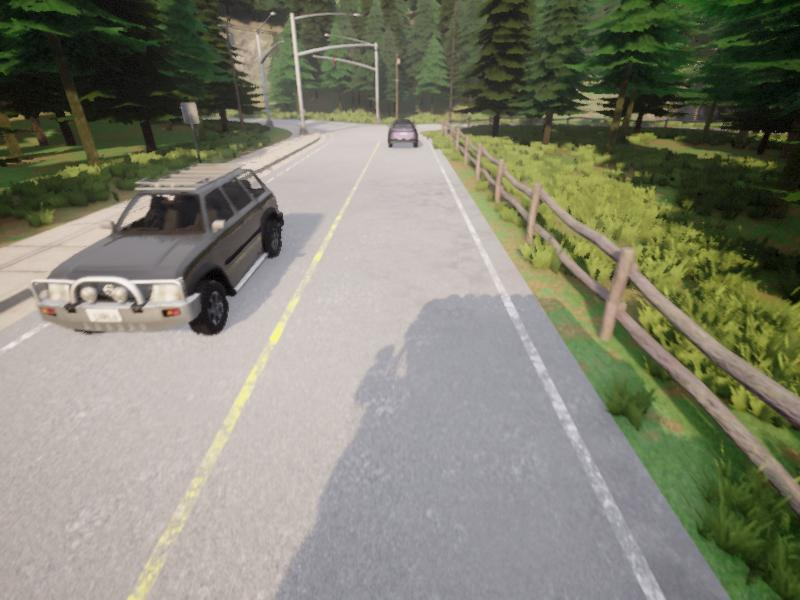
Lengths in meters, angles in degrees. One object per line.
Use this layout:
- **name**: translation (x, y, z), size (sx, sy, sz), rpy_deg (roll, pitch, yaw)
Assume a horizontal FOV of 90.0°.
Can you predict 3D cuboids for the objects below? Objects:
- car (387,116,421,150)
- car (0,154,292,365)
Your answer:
- **car**: translation (0.160, -11.050, 26.305), size (2.033, 1.649, 4.856), rpy_deg (-1, 27, -1)
- **car**: translation (-3.474, -1.099, 6.684), size (1.932, 1.855, 4.605), rpy_deg (0, 29, 1)
